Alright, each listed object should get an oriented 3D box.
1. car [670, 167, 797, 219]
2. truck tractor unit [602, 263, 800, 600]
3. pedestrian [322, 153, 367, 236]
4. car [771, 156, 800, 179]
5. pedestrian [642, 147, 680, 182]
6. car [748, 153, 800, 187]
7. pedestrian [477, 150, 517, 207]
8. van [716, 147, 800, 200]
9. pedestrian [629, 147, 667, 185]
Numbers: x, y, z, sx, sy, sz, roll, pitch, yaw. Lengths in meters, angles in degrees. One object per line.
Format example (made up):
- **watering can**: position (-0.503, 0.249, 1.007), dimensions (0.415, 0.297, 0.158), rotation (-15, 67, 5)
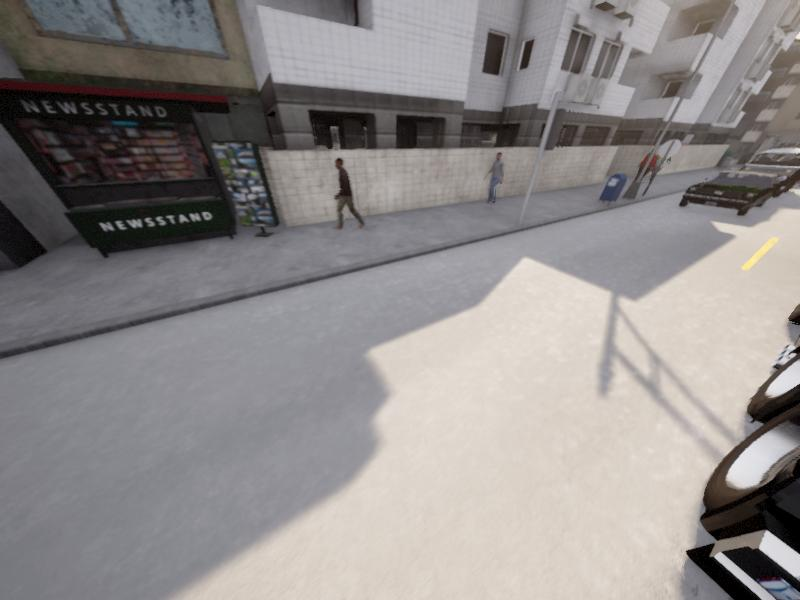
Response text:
- **car**: position (13.799, -4.557, 9.563), dimensions (4.718, 1.301, 1.895), rotation (-18, 39, -24)
- **truck tractor unit**: position (5.111, -0.299, 0.785), dimensions (6.516, 4.208, 3.053), rotation (-18, 39, -24)
- **pedestrian**: position (-1.449, -2.811, 6.185), dimensions (0.751, 1.860, 0.751), rotation (-18, 39, -24)
- **car**: position (31.832, -10.435, 18.189), dimensions (4.718, 1.301, 1.895), rotation (-18, 39, -25)
- **pedestrian**: position (16.818, -8.756, 14.910), dimensions (0.751, 1.860, 0.751), rotation (-20, 40, -26)
- **car**: position (26.108, -8.705, 15.317), dimensions (4.611, 1.667, 2.242), rotation (-18, 39, -24)
- **pedestrian**: position (3.732, -4.732, 8.997), dimensions (0.751, 1.860, 0.751), rotation (-18, 39, -24)
- **van**: position (19.586, -6.744, 12.111), dimensions (4.480, 2.038, 2.069), rotation (-18, 39, -24)
- **pedestrian**: position (14.825, -8.030, 13.847), dimensions (0.751, 1.860, 0.751), rotation (-25, 42, -32)
